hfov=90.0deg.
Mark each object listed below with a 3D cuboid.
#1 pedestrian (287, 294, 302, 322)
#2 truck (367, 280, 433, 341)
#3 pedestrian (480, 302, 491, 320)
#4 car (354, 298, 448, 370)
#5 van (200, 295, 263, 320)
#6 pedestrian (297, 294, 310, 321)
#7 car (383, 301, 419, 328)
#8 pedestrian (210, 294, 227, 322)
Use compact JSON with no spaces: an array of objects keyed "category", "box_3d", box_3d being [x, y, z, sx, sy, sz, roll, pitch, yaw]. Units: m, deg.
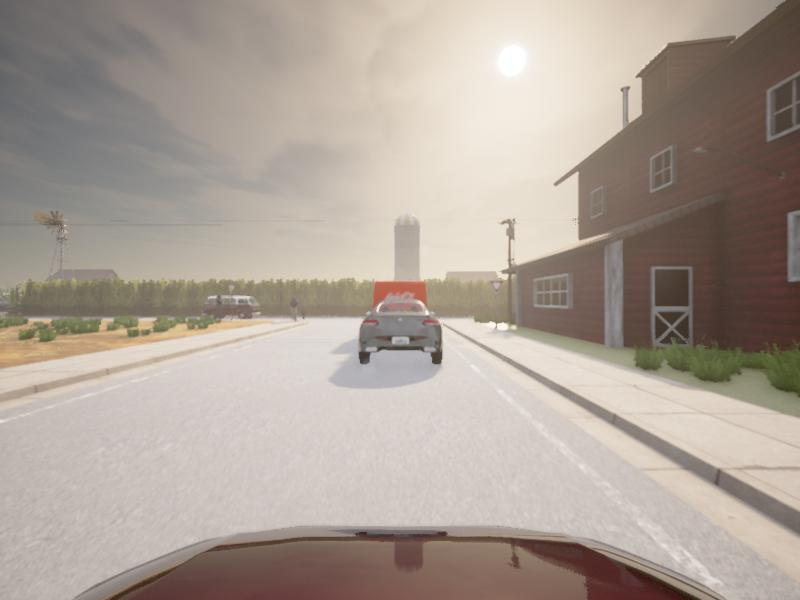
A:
[{"category":"pedestrian","box_3d":[-6.993,0.522,26.502,0.751,1.860,0.751,0,0,1]},{"category":"truck","box_3d":[0.027,0.392,18.555,2.627,2.467,5.204,0,1,0]},{"category":"pedestrian","box_3d":[6.598,0.835,30.797,0.751,1.300,0.751,0,0,4]},{"category":"car","box_3d":[0.020,0.797,11.700,2.152,1.651,5.027,0,0,0]},{"category":"van","box_3d":[-14.281,0.646,34.049,4.480,2.038,2.069,0,0,1]},{"category":"pedestrian","box_3d":[-6.678,0.524,27.723,0.751,1.860,0.751,0,0,1]},{"category":"car","box_3d":[0.195,0.862,25.804,2.038,1.542,4.974,0,0,4]},{"category":"pedestrian","box_3d":[-12.363,0.523,27.275,0.751,1.860,0.751,0,0,6]}]
